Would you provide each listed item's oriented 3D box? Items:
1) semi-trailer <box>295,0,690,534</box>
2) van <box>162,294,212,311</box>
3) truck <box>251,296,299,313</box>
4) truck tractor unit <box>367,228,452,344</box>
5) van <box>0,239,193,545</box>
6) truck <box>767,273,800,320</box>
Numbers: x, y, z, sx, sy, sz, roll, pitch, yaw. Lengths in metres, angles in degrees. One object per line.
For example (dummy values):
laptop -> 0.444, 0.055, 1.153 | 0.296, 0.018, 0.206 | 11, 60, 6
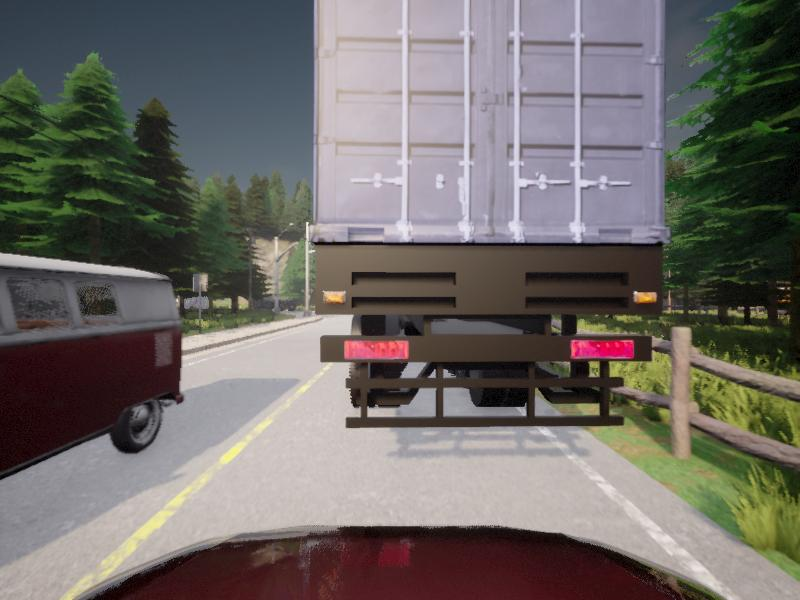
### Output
semi-trailer -> 0.468, -0.617, 9.866 | 2.717, 4.402, 14.254 | 0, 0, -1
van -> -31.910, 0.376, 59.998 | 6.366, 2.431, 2.351 | 0, 0, 2
truck -> -16.346, 0.539, 52.139 | 6.274, 2.098, 2.390 | 0, 0, 30
truck tractor unit -> 0.261, -0.525, 17.778 | 3.053, 4.208, 6.516 | 0, 0, -1
van -> -3.486, 0.600, 2.805 | 1.775, 1.987, 4.442 | 0, 0, 0
truck -> 34.766, -0.293, 31.458 | 2.891, 3.827, 8.468 | 0, 0, -41
